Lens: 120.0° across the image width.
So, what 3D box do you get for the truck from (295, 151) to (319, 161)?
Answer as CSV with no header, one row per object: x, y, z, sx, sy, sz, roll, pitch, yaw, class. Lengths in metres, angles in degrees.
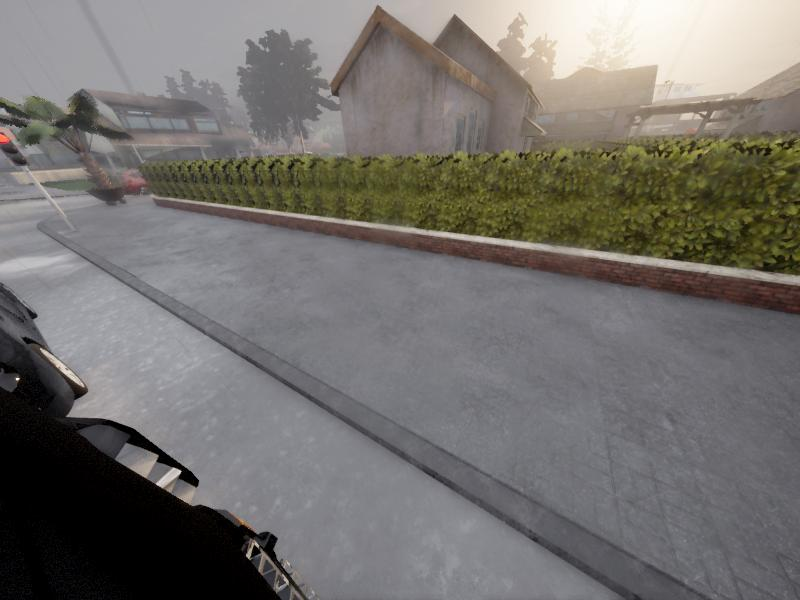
-25.666,-39.751,63.828,6.274,2.098,2.390,16,38,26,truck

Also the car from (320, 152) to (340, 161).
-18.267,-37.410,60.253,4.611,1.667,2.242,16,38,26,car

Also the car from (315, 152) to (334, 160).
-21.589,-40.959,65.747,4.856,1.649,2.033,16,38,26,car

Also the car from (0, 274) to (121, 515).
-5.339,0.497,2.211,5.008,1.535,1.882,16,38,26,car

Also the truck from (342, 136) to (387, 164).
-5.974,-26.771,41.231,2.891,3.827,8.468,16,38,26,truck

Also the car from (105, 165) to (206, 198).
-18.199,-9.106,17.527,2.242,1.667,4.611,16,38,26,car

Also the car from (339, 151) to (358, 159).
-13.764,-38.787,61.753,4.553,1.767,2.097,16,38,26,car
